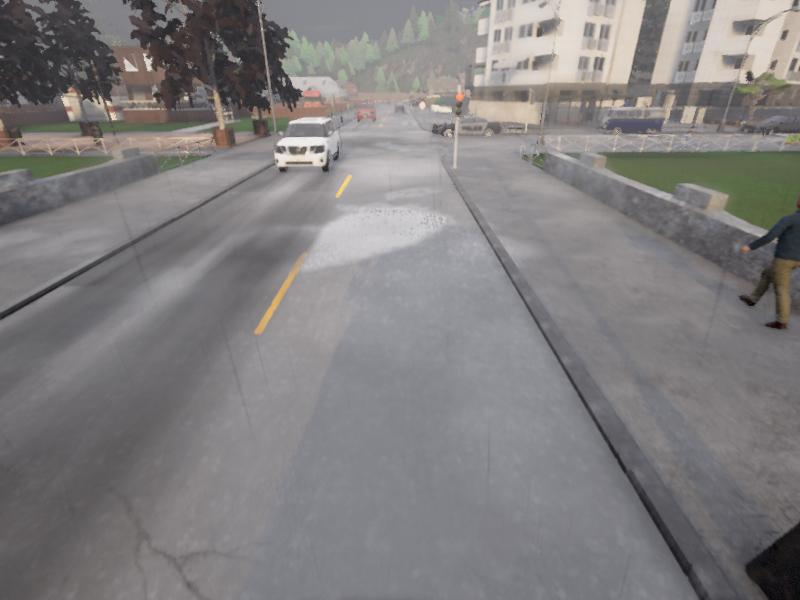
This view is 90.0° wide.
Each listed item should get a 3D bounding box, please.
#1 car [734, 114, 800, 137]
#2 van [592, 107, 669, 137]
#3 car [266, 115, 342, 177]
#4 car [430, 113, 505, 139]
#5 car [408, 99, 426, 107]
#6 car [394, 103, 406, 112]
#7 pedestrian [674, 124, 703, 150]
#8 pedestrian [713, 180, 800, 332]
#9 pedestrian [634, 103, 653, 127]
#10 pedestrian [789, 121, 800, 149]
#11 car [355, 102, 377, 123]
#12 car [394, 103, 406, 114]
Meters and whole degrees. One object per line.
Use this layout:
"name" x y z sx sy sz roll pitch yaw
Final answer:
"car" 29.184 -13.325 30.470 5.357 1.411 2.033 0 27 0
"van" 17.384 -13.524 30.369 4.442 1.987 1.775 0 27 0
"car" -4.129 -7.231 18.411 2.150 2.045 5.566 -1 27 0
"car" 5.019 -13.187 30.259 5.238 1.638 1.930 -2 27 -4
"car" 4.159 -47.587 96.622 3.866 1.878 1.905 12 30 22
"car" -0.020 -35.619 73.936 2.163 1.488 4.792 0 27 0
"pedestrian" 16.028 -9.083 22.259 0.751 1.300 0.751 0 27 1
"pedestrian" 5.117 -0.566 5.306 0.751 1.860 0.751 0 27 0
"pedestrian" 21.665 -16.463 35.606 0.751 1.860 0.751 -1 27 0
"pedestrian" 22.624 -9.377 22.127 0.751 1.860 0.751 1 27 2
"car" -4.014 -22.766 48.485 2.150 2.045 5.566 0 27 0
"car" -0.018 -31.946 66.797 1.837 1.490 4.892 0 27 0
